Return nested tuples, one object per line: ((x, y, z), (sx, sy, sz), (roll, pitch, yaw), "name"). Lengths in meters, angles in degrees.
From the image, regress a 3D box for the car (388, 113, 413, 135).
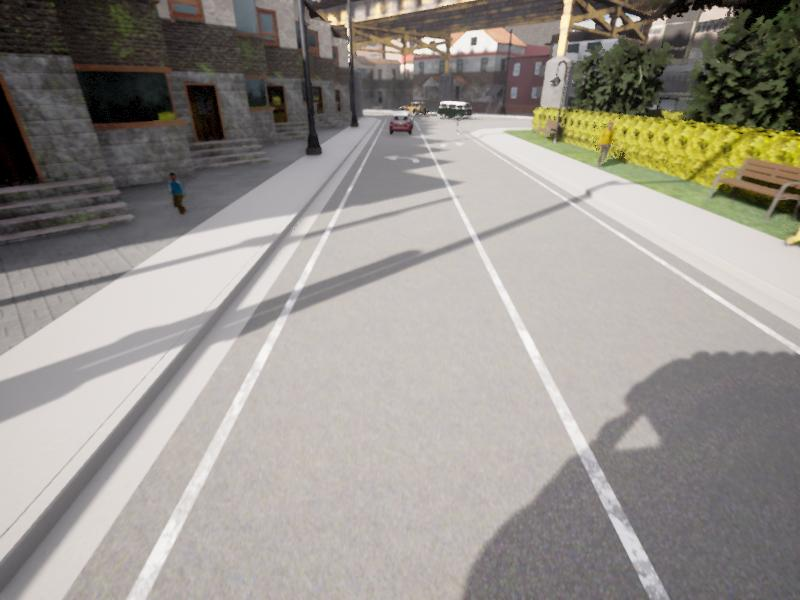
((0.086, -14.690, 33.281), (1.970, 1.475, 3.806), (1, 27, 1), "car")

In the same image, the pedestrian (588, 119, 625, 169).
((8.551, -6.473, 16.651), (0.751, 1.860, 0.751), (0, 27, 0), "pedestrian")

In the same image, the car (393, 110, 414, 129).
((0.349, -17.373, 38.455), (1.970, 1.475, 3.806), (0, 27, 1), "car")

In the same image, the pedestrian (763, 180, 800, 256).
((8.093, -1.612, 7.883), (0.751, 1.300, 0.751), (2, 27, 4), "pedestrian")

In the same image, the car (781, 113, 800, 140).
((30.686, -12.170, 28.288), (2.152, 1.651, 5.027), (-25, 36, -39), "car")

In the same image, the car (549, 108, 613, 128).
((17.883, -18.136, 39.827), (1.801, 1.575, 5.366), (-25, 36, -39), "car")

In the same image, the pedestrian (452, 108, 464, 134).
((4.690, -14.555, 32.554), (0.751, 1.860, 0.751), (6, 28, 12), "pedestrian")

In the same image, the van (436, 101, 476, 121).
((6.860, -23.510, 49.667), (2.069, 2.038, 4.480), (-25, 37, -39), "van")

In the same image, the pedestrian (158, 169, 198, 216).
((-5.665, -2.748, 10.235), (0.500, 1.100, 0.500), (0, 27, 0), "pedestrian")

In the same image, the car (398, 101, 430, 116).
((1.983, -28.006, 58.526), (1.932, 1.855, 4.605), (-24, 36, -39), "car")
